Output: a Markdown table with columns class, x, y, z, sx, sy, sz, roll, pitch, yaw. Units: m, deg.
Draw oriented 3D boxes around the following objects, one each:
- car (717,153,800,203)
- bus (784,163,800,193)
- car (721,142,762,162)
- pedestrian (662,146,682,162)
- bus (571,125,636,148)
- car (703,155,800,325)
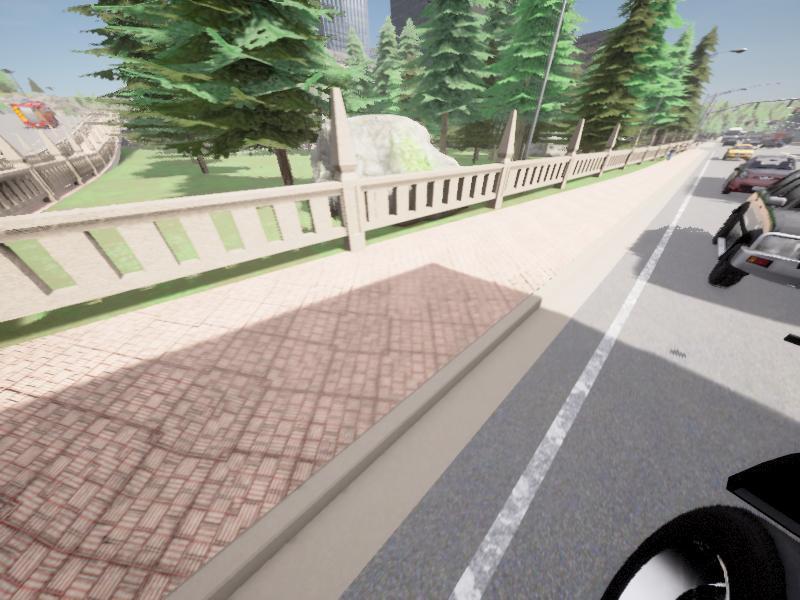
| class | x | y | z | sx | sy | sz | roll | pitch | yaw |
| --- | --- | --- | --- | --- | --- | --- | --- | --- | --- |
| car | 16.323 | -5.630 | 10.428 | 3.633 | 1.501 | 1.845 | -27 | 43 | -32 |
| bus | 20.327 | -6.036 | 8.568 | 10.273 | 4.253 | 3.944 | -27 | 43 | -33 |
| car | 36.408 | -15.888 | 24.755 | 5.366 | 1.575 | 1.801 | -27 | 43 | -32 |
| pedestrian | 26.721 | -14.407 | 22.732 | 0.751 | 1.300 | 0.751 | -28 | 43 | -34 |
| bus | 48.976 | -39.516 | 56.081 | 3.944 | 4.253 | 10.273 | -27 | 43 | -32 |
| car | 7.510 | -1.280 | 4.034 | 4.605 | 1.855 | 1.932 | -27 | 43 | -32 |
